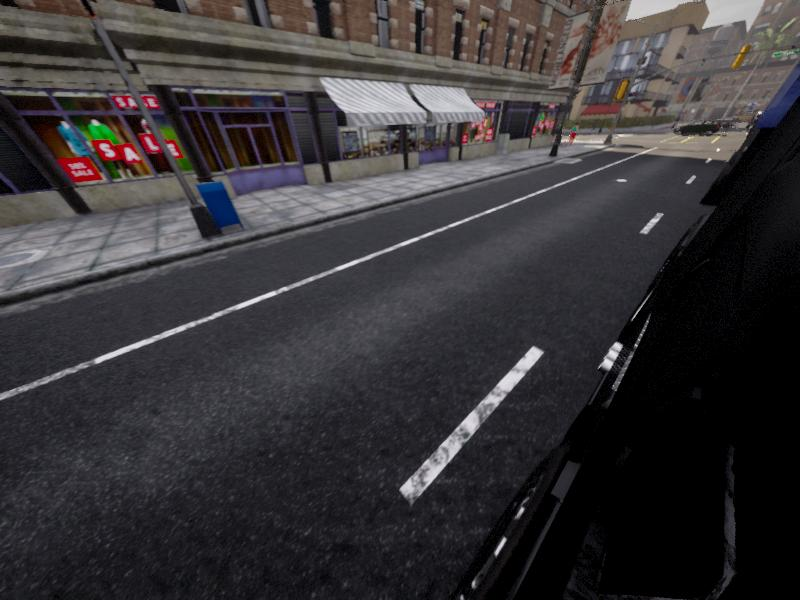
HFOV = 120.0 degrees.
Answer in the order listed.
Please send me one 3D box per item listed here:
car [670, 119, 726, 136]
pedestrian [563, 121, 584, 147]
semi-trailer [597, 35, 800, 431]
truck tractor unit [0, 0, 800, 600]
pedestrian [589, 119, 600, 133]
[{"bbox_3d":[35.560,-20.581,27.643,1.789,1.549,3.705,-28,44,-30],"label":"car"},{"bbox_3d":[15.626,-14.930,20.791,0.751,1.860,0.751,-29,44,-30],"label":"pedestrian"},{"bbox_3d":[8.733,-3.578,4.199,14.254,4.402,2.717,-28,43,-29],"label":"semi-trailer"},{"bbox_3d":[2.645,-0.295,0.351,6.516,4.208,3.053,-28,44,-30],"label":"truck tractor unit"},{"bbox_3d":[34.141,-30.543,40.507,0.751,1.860,0.751,-30,45,-32],"label":"pedestrian"}]
